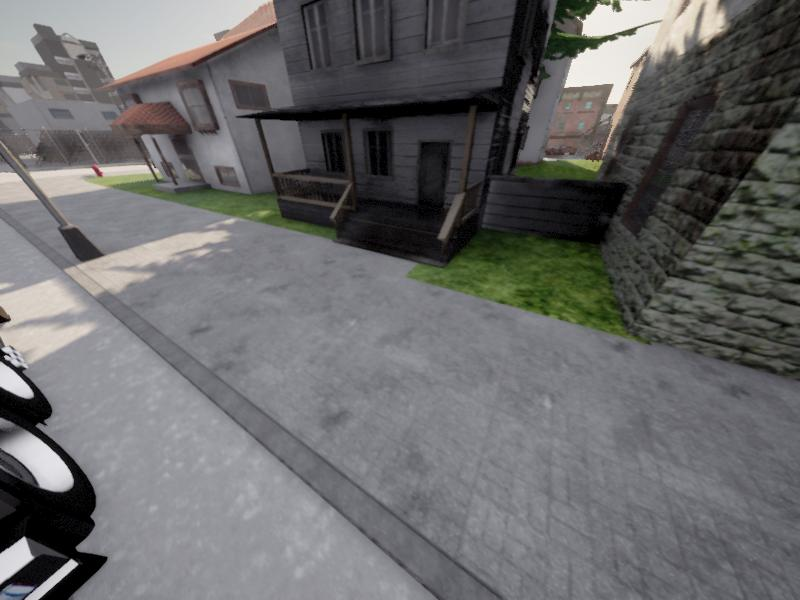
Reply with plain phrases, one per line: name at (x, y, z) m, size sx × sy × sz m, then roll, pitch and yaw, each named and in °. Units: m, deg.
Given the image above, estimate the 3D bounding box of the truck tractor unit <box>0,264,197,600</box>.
truck tractor unit at (-5.119, -0.290, 0.792) m, size 6.516 × 4.208 × 3.053 m, roll 18°, pitch 39°, yaw 24°

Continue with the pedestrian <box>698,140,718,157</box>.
pedestrian at (41.117, -20.226, 30.871) m, size 0.751 × 1.860 × 0.751 m, roll 20°, pitch 40°, yaw 27°
